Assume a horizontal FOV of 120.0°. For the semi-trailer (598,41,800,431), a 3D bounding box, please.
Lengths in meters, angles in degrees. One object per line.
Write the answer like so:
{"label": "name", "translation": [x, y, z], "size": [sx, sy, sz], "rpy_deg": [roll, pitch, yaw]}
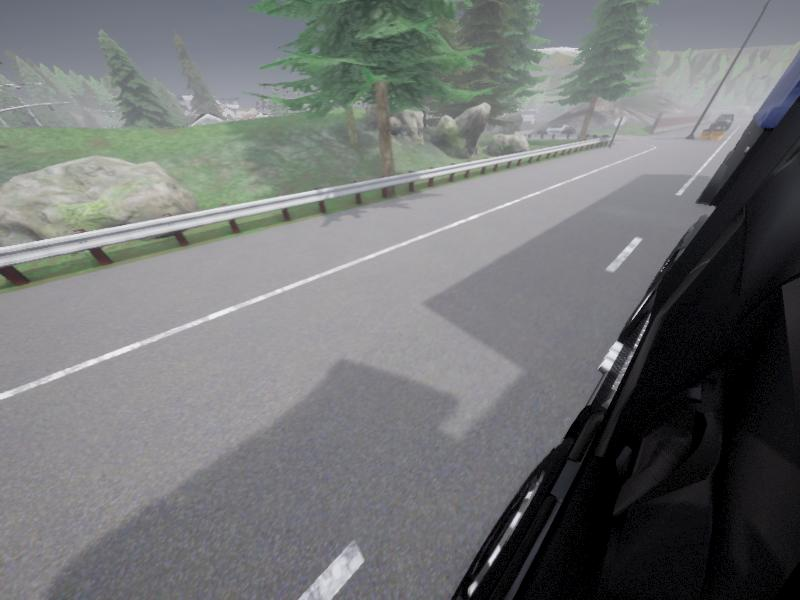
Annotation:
{"label": "semi-trailer", "translation": [8.687, -3.611, 4.242], "size": [14.254, 4.402, 2.717], "rpy_deg": [-28, 44, -30]}

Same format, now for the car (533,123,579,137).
{"label": "car", "translation": [22.701, -24.826, 33.800], "size": [2.038, 1.542, 4.974], "rpy_deg": [-28, 44, -30]}

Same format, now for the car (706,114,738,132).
{"label": "car", "translation": [46.553, -25.584, 33.360], "size": [3.866, 1.878, 1.905], "rpy_deg": [-28, 44, -30]}

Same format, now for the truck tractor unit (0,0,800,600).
{"label": "truck tractor unit", "translation": [2.645, -0.295, 0.352], "size": [6.516, 4.208, 3.053], "rpy_deg": [-28, 44, -30]}

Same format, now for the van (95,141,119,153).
{"label": "van", "translation": [-65.369, -34.163, 51.621], "size": [2.069, 2.038, 4.480], "rpy_deg": [-28, 44, -30]}
